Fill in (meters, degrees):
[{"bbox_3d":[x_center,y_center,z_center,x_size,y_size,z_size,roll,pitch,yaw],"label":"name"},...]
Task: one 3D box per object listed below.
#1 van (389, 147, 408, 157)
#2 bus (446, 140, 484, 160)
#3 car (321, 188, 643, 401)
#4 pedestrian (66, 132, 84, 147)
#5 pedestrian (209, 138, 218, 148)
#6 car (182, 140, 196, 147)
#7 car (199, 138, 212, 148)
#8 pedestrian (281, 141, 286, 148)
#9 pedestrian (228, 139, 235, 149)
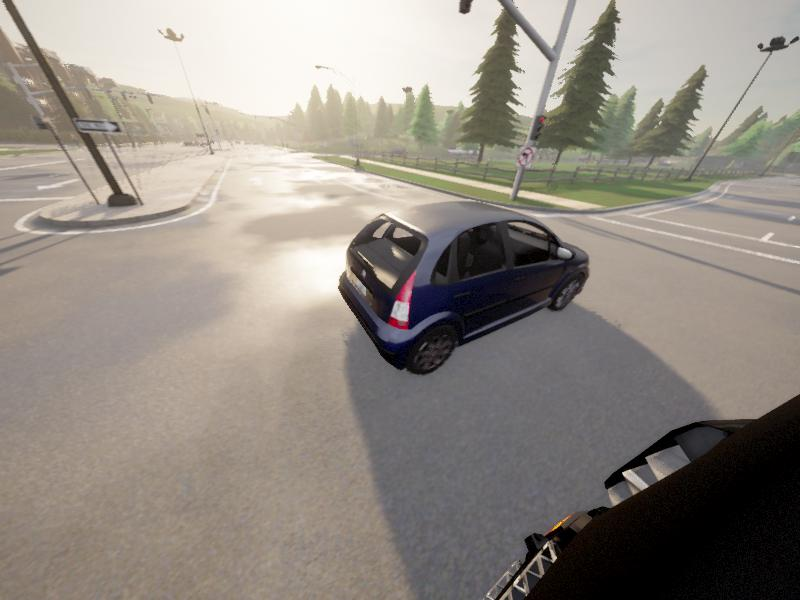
[{"bbox_3d":[-0.402,-39.392,61.499,4.442,1.987,1.775,-16,38,-26],"label":"van"},{"bbox_3d":[18.840,-43.467,67.045,10.273,4.253,3.944,-16,38,-26],"label":"bus"},{"bbox_3d":[1.188,-0.578,3.468,3.988,1.617,1.851,-16,38,-26],"label":"car"},{"bbox_3d":[-49.984,-24.616,35.536,0.751,1.860,0.751,-14,37,-24],"label":"pedestrian"},{"bbox_3d":[-42.338,-35.623,52.429,0.751,1.860,0.751,-9,35,-18],"label":"pedestrian"},{"bbox_3d":[-53.361,-39.678,58.523,1.895,1.301,4.718,-16,38,-26],"label":"car"},{"bbox_3d":[-50.039,-40.498,59.501,1.905,1.878,3.866,-16,38,-26],"label":"car"},{"bbox_3d":[-37.696,-50.179,74.698,0.751,1.860,0.751,-16,38,-25],"label":"pedestrian"},{"bbox_3d":[-38.952,-36.124,53.513,0.751,1.860,0.751,-18,39,-29],"label":"pedestrian"}]
